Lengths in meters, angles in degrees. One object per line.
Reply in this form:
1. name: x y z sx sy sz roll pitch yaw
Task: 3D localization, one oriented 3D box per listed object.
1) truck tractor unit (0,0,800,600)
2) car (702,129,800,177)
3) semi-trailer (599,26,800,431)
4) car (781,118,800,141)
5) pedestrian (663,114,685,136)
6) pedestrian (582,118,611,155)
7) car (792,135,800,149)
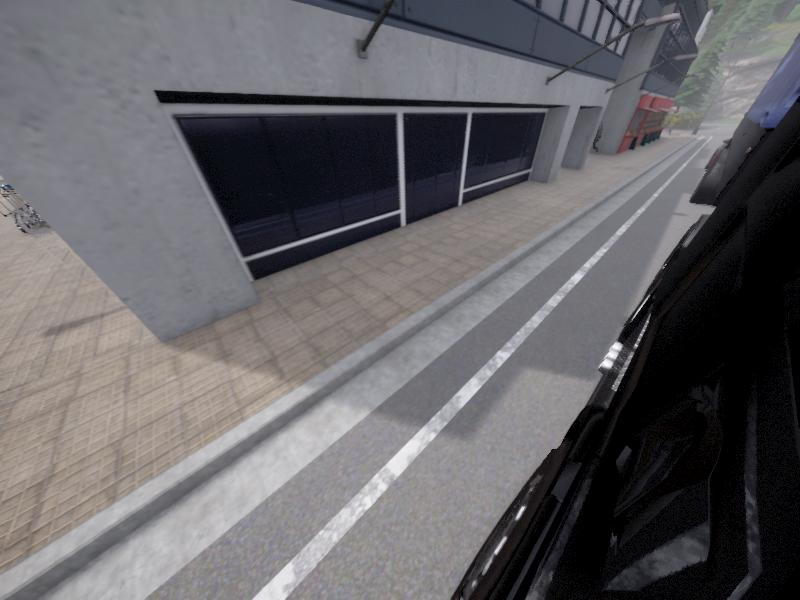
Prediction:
1. truck tractor unit: 2.645 -0.295 0.351 6.516 4.208 3.053 -28 44 -30
2. car: 15.936 -6.826 10.560 4.181 1.385 1.994 -30 44 -31
3. semi-trailer: 8.614 -3.670 4.297 14.254 4.402 2.717 -29 44 -31
4. car: 34.019 -14.225 19.167 4.674 1.442 1.812 -29 44 -31
5. pedestrian: 29.923 -19.093 25.253 0.751 1.860 0.751 -25 42 -27
6. pedestrian: 12.280 -10.235 14.486 0.751 1.860 0.751 21 43 28
7. car: 28.082 -10.924 15.069 3.705 1.549 1.789 -30 44 -31
